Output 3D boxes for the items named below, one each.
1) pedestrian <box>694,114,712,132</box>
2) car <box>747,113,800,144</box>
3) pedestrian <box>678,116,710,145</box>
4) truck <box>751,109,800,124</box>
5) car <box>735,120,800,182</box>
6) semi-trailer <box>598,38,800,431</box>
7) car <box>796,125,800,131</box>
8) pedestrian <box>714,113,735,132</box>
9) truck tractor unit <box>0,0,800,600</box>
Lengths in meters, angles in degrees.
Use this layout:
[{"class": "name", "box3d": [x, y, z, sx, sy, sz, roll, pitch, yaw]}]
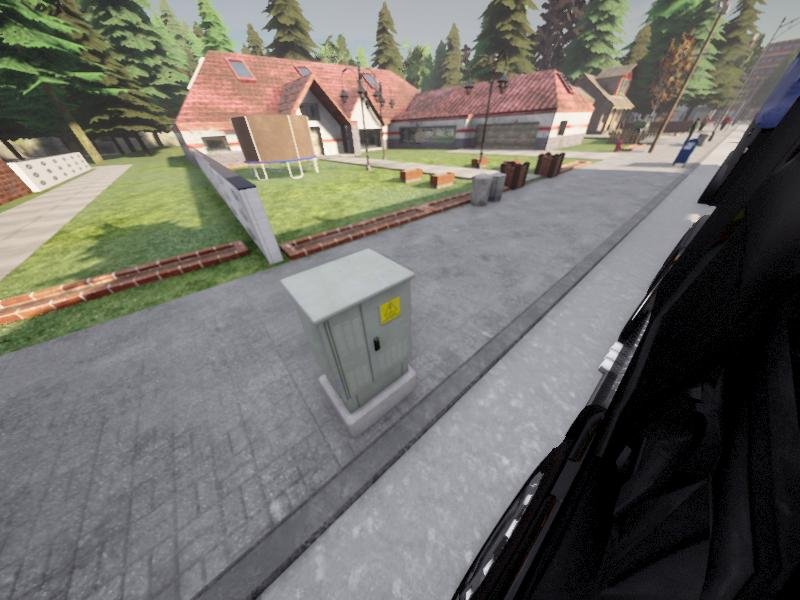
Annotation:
[{"class": "pedestrian", "box3d": [41.064, -23.942, 31.322, 0.751, 1.860, 0.751, -29, 44, -30]}, {"class": "car", "box3d": [31.445, -13.726, 18.450, 3.866, 1.878, 1.905, -7, 36, -5]}, {"class": "pedestrian", "box3d": [24.073, -13.915, 18.976, 0.751, 1.860, 0.751, 22, 43, 29]}, {"class": "truck", "box3d": [77.491, -37.311, 46.941, 6.274, 2.098, 2.390, 7, 38, 12]}, {"class": "car", "box3d": [16.206, -6.136, 9.376, 4.605, 1.855, 1.932, -23, 41, -28]}, {"class": "semi-trailer", "box3d": [8.693, -3.611, 4.227, 14.254, 4.402, 2.717, -28, 44, -30]}, {"class": "car", "box3d": [49.284, -20.930, 27.272, 3.633, 1.501, 1.845, -28, 44, -30]}, {"class": "pedestrian", "box3d": [42.505, -23.201, 30.242, 0.751, 1.860, 0.751, -24, 42, -26]}, {"class": "truck tractor unit", "box3d": [2.645, -0.295, 0.351, 6.516, 4.208, 3.053, -28, 44, -30]}]
